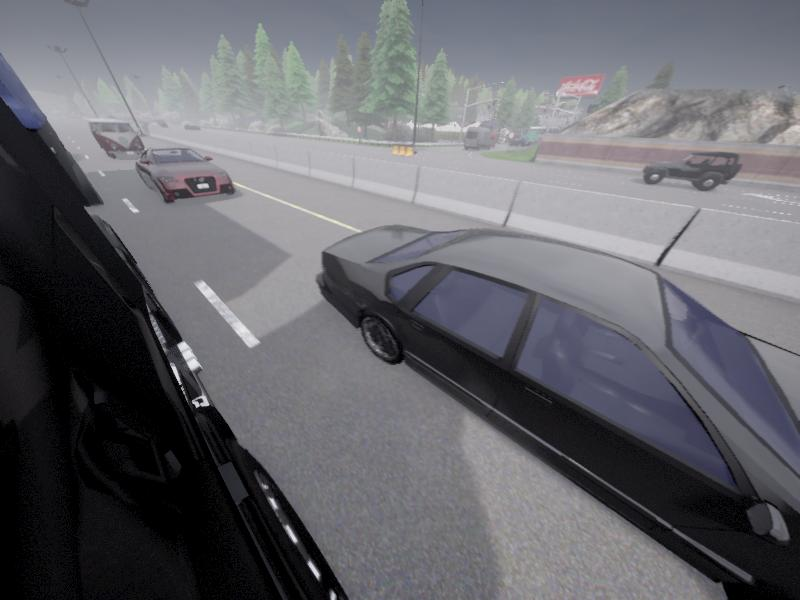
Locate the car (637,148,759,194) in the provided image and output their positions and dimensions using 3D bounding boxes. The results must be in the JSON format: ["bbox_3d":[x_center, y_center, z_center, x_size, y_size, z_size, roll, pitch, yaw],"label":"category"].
[{"bbox_3d":[17.215,-7.804,13.778,3.866,1.878,1.905,28,43,30],"label":"car"}]

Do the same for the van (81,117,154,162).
[{"bbox_3d":[-17.689,-10.124,14.473,4.442,1.987,1.775,28,44,30],"label":"van"}]

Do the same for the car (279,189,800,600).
[{"bbox_3d":[1.376,0.295,2.205,5.357,1.411,2.033,28,43,30],"label":"car"}]

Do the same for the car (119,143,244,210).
[{"bbox_3d":[-7.689,-4.531,8.127,4.181,1.385,1.994,28,43,30],"label":"car"}]

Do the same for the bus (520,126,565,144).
[{"bbox_3d":[41.966,-48.981,68.778,10.273,4.253,3.944,10,37,15],"label":"bus"}]

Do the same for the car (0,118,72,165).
[{"bbox_3d":[-20.187,-8.650,12.485,4.553,1.767,2.097,28,43,30],"label":"car"}]

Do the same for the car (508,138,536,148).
[{"bbox_3d":[24.627,-31.662,46.578,5.008,1.535,1.882,-12,40,-19],"label":"car"}]

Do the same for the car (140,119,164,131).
[{"bbox_3d":[-50.292,-35.529,46.866,5.027,1.651,2.152,28,43,30],"label":"car"}]

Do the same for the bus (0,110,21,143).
[{"bbox_3d":[-36.002,-15.463,18.551,10.273,4.253,3.944,27,43,30],"label":"bus"}]

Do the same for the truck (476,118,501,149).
[{"bbox_3d":[15.181,-28.652,39.853,2.891,3.827,8.468,12,37,12],"label":"truck"}]

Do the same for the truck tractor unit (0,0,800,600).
[{"bbox_3d":[-2.645,-0.295,0.351,6.516,4.208,3.053,28,44,30],"label":"truck tractor unit"}]

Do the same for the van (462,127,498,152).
[{"bbox_3d":[11.153,-22.221,31.946,1.988,2.561,5.915,28,43,30],"label":"van"}]

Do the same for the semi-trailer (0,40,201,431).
[{"bbox_3d":[-8.697,-3.600,4.239,14.254,4.402,2.717,28,43,30],"label":"semi-trailer"}]
